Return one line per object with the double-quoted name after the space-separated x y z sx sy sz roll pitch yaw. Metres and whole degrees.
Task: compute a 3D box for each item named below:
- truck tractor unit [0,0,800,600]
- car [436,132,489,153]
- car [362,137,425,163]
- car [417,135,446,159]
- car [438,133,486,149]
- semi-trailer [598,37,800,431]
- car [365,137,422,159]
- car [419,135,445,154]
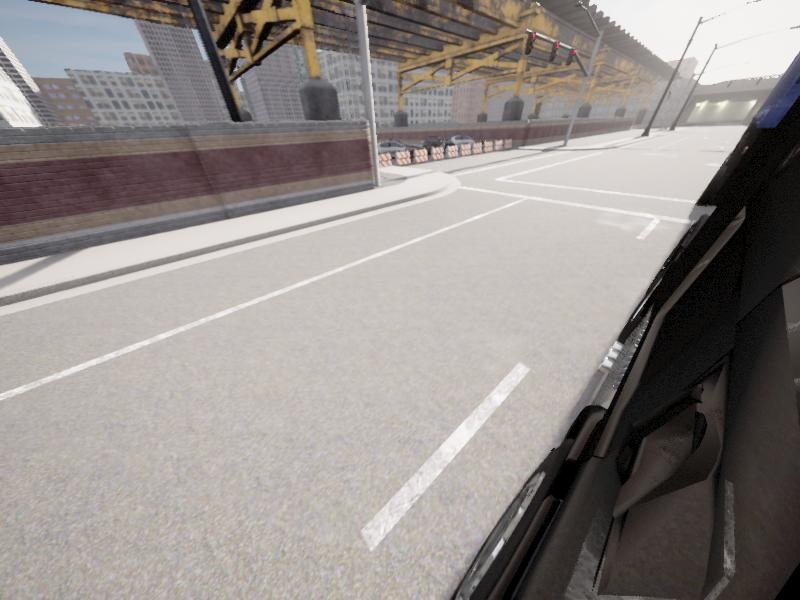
2.645 -0.295 0.351 6.516 4.208 3.053 -28 44 -30 "truck tractor unit"
6.702 -17.056 24.989 4.974 1.542 2.038 -9 37 -8 "car"
-0.423 -12.662 19.506 4.974 1.542 2.038 0 37 4 "car"
3.099 -14.535 21.812 2.038 1.542 4.974 6 37 12 "car"
6.645 -17.174 24.888 4.536 1.218 1.853 -9 37 -8 "car"
8.696 -3.587 4.255 14.254 4.402 2.717 -28 43 -30 "semi-trailer"
-0.481 -12.789 19.416 4.536 1.218 1.853 0 37 4 "car"
3.104 -14.692 21.759 1.853 1.218 4.536 6 37 12 "car"
